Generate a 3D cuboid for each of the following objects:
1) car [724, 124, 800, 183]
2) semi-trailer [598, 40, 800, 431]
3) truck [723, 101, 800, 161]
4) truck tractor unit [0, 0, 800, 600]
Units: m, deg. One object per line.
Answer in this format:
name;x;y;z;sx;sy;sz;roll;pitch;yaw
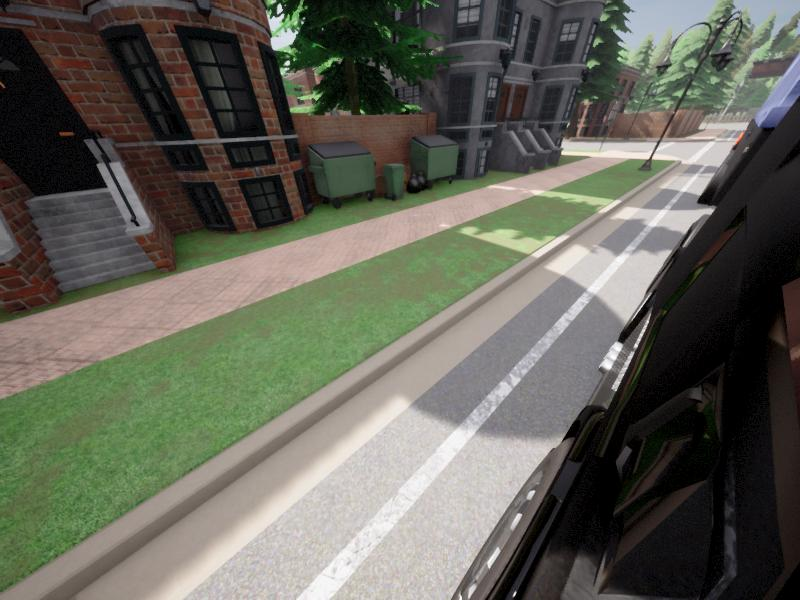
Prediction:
car;16.108;-6.399;9.853;5.238;1.638;1.930;-28;44;-30
semi-trailer;8.695;-3.606;4.234;14.254;4.402;2.717;-28;44;-30
truck;21.919;-9.840;13.398;5.204;2.467;2.627;-28;44;-30
truck tractor unit;2.645;-0.295;0.351;6.516;4.208;3.053;-28;44;-30
